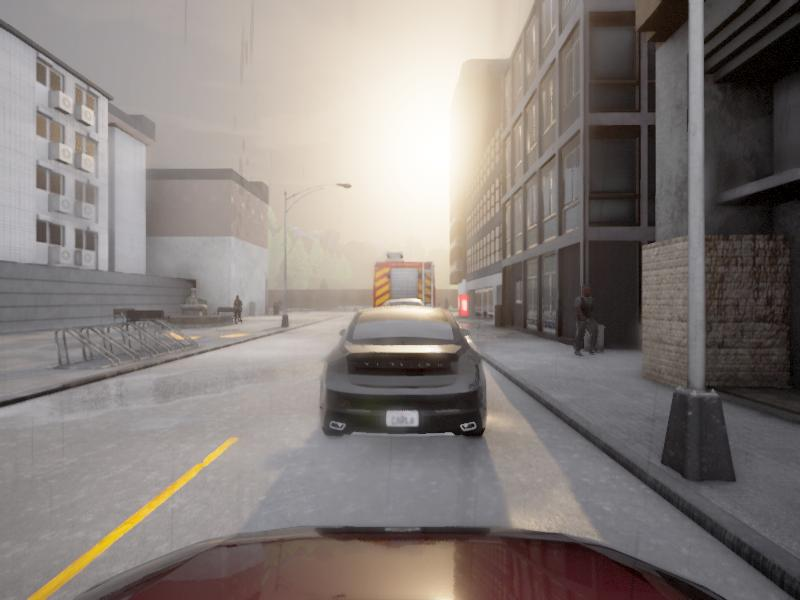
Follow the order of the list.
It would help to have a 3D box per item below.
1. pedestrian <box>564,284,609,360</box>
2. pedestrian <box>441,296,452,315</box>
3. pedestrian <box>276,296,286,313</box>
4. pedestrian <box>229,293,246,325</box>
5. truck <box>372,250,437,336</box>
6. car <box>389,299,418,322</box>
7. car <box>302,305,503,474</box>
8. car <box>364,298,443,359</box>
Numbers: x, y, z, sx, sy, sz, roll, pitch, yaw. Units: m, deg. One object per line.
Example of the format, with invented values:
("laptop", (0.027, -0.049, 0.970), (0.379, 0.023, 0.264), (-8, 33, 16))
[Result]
("pedestrian", (4.762, 0.531, 10.244), (0.751, 1.860, 0.751), (0, 0, -13))
("pedestrian", (4.416, 0.516, 38.079), (0.751, 1.860, 0.751), (0, 0, -15))
("pedestrian", (-13.167, 0.525, 44.351), (0.751, 1.860, 0.751), (0, 0, -44))
("pedestrian", (-9.636, 0.528, 23.731), (0.751, 1.860, 0.751), (0, 0, 0))
("truck", (0.248, -0.326, 22.112), (2.891, 3.827, 8.468), (0, 0, 1))
("car", (0.308, 0.771, 30.924), (2.033, 1.649, 4.856), (0, 0, 1))
("car", (0.063, 0.843, 6.103), (1.837, 1.490, 4.892), (0, 0, 1))
("car", (0.140, 0.778, 13.363), (2.152, 1.651, 5.027), (0, 0, 1))
